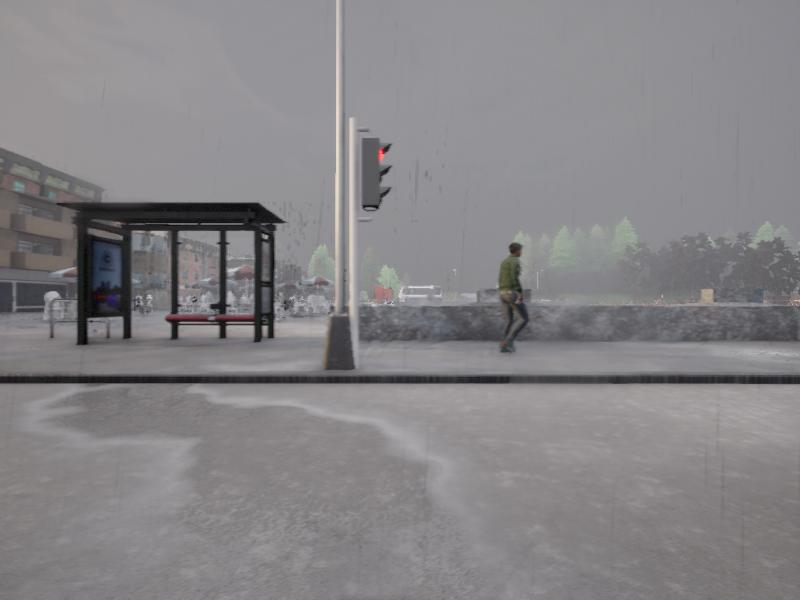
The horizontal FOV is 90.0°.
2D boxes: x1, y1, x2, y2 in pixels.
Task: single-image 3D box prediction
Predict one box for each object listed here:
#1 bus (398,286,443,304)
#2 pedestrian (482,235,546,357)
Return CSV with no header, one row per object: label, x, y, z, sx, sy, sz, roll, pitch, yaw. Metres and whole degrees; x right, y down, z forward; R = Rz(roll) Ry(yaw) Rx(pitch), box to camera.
bus,4.644,-1.137,92.988,10.273,4.253,3.944,0,0,0
pedestrian,1.843,-0.067,6.537,0.751,1.860,0.751,0,0,-12
